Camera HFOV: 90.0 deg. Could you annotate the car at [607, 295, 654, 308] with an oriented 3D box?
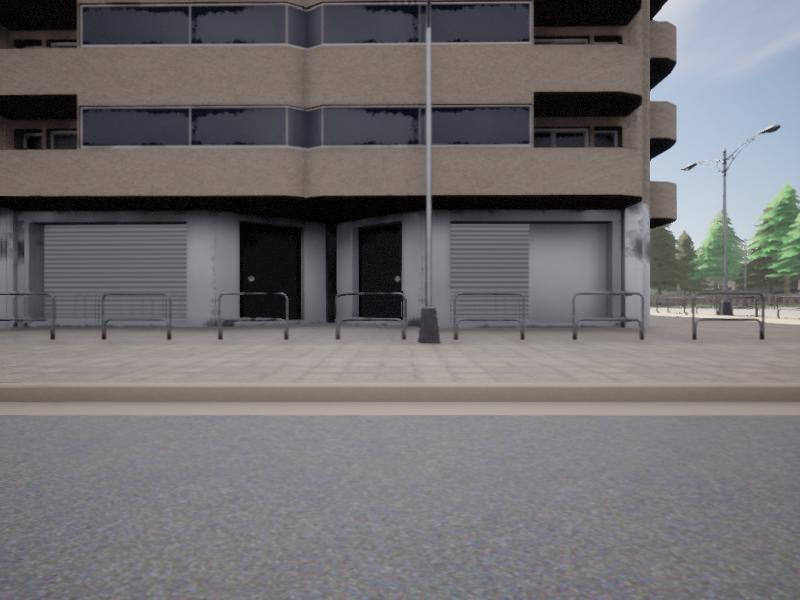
[{"bbox_3d":[28.373,0.171,49.383,1.837,1.490,4.892,0,0,-24],"label":"car"}]
